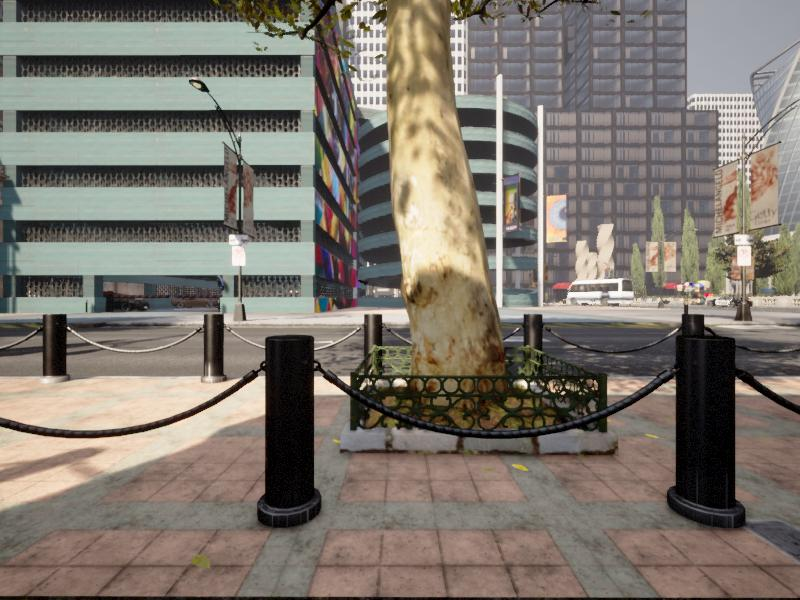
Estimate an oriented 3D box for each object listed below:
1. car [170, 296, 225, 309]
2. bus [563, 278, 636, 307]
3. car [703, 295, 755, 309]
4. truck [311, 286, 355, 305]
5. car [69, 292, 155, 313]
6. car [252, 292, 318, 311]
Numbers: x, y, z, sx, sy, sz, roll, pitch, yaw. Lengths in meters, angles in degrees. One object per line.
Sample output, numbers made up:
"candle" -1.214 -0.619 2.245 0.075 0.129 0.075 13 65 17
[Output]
"car" -20.752 0.207 41.191 4.718 1.301 1.895 0 0 0
"bus" 32.421 -1.139 65.643 3.944 4.253 10.273 0 0 -28
"car" 40.321 0.227 49.236 2.038 1.542 4.974 0 0 -4
"truck" -13.483 -0.924 81.001 8.468 3.827 2.891 0 0 0
"car" -21.193 0.157 29.591 4.786 1.482 2.161 0 0 0
"car" -9.593 0.117 33.684 4.902 1.511 2.128 0 0 0
